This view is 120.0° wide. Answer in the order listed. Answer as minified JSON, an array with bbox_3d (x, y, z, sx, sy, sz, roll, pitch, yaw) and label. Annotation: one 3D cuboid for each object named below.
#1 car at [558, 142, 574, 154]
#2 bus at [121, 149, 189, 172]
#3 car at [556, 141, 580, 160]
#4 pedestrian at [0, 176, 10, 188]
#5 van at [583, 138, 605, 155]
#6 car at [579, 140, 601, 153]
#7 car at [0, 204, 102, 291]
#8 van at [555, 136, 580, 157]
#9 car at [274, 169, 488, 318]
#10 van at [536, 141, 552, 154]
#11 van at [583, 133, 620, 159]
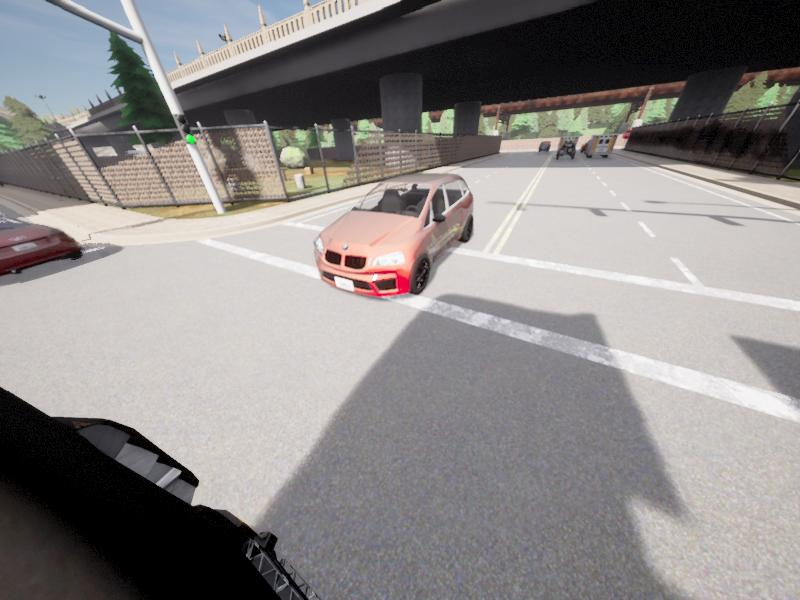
[{"bbox_3d":[29.432,-27.040,41.097,1.851,1.617,3.988,16,38,26],"label":"car"},{"bbox_3d":[-61.506,-35.345,58.445,3.944,4.253,10.273,16,38,26],"label":"bus"},{"bbox_3d":[21.644,-19.405,29.934,1.932,1.855,4.605,16,38,26],"label":"car"},{"bbox_3d":[-49.218,-14.795,28.179,0.751,1.860,0.751,15,37,24],"label":"pedestrian"},{"bbox_3d":[29.593,-23.499,35.391,1.775,1.987,4.442,16,38,26],"label":"van"},{"bbox_3d":[32.776,-26.584,39.973,2.097,1.767,4.553,16,38,26],"label":"car"},{"bbox_3d":[-10.628,-1.352,5.594,4.181,1.385,1.994,3,34,8],"label":"car"},{"bbox_3d":[25.655,-23.640,35.516,2.351,2.431,6.366,16,38,26],"label":"van"},{"bbox_3d":[0.173,-1.819,5.236,2.242,1.667,4.611,16,37,26],"label":"car"},{"bbox_3d":[27.528,-29.145,44.086,1.775,1.987,4.442,16,38,26],"label":"van"},{"bbox_3d":[25.697,-19.809,29.724,2.351,2.431,6.366,16,38,26],"label":"van"}]
